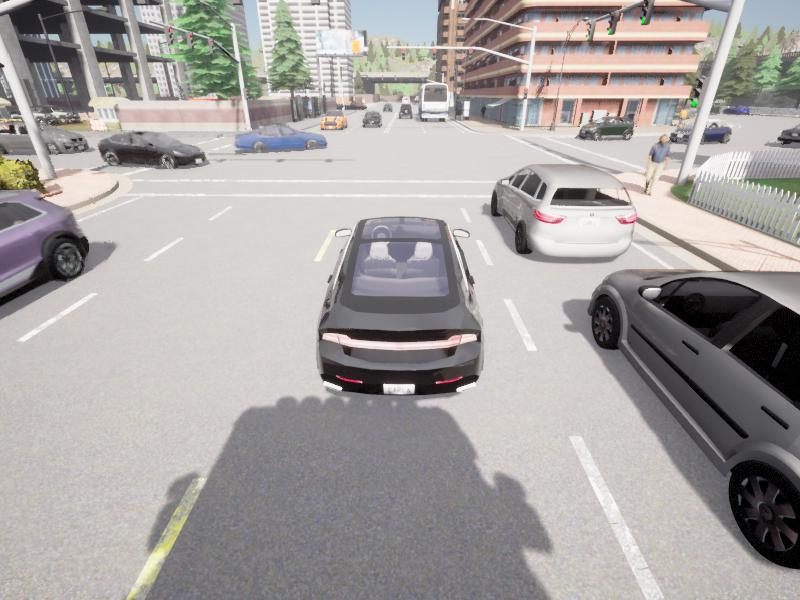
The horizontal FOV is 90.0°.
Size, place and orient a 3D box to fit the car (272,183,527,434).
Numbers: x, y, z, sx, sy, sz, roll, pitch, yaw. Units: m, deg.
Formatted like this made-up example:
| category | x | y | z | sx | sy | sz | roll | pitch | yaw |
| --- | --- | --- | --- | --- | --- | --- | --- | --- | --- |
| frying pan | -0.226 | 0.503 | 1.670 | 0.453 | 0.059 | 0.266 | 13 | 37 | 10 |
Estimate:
| category | x | y | z | sx | sy | sz | roll | pitch | yaw |
| --- | --- | --- | --- | --- | --- | --- | --- | --- | --- |
| car | 0.025 | -0.455 | 5.857 | 2.128 | 1.511 | 4.902 | 0 | 27 | 1 |

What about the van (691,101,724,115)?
| category | x | y | z | sx | sy | sz | roll | pitch | yaw |
| --- | --- | --- | --- | --- | --- | --- | --- | --- | --- |
| van | 51.568 | -32.268 | 67.198 | 1.775 | 1.987 | 4.442 | 1 | 27 | 1 |

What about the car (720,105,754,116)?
| category | x | y | z | sx | sy | sz | roll | pitch | yaw |
| --- | --- | --- | --- | --- | --- | --- | --- | --- | --- |
| car | 55.024 | -31.076 | 65.426 | 1.816 | 1.474 | 4.193 | 1 | 27 | 1 |

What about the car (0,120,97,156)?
| category | x | y | z | sx | sy | sz | roll | pitch | yaw |
| --- | --- | --- | --- | --- | --- | --- | --- | --- | --- |
| car | -20.229 | -9.045 | 22.304 | 4.611 | 1.667 | 2.242 | 0 | 27 | 0 |

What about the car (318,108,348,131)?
| category | x | y | z | sx | sy | sz | roll | pitch | yaw |
| --- | --- | --- | --- | --- | --- | --- | --- | --- | --- |
| car | -6.451 | -17.660 | 39.075 | 2.097 | 1.767 | 4.553 | 0 | 27 | 1 |

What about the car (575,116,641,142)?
| category | x | y | z | sx | sy | sz | roll | pitch | yaw |
| --- | --- | --- | --- | --- | --- | --- | --- | --- | --- |
| car | 15.050 | -12.481 | 29.120 | 3.705 | 1.549 | 1.789 | -5 | 28 | -10 |

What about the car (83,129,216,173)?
| category | x | y | z | sx | sy | sz | roll | pitch | yaw |
| --- | --- | --- | --- | --- | --- | --- | --- | --- | --- |
| car | -11.436 | -6.953 | 18.471 | 4.792 | 1.488 | 2.163 | 7 | 28 | 12 |

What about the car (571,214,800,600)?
| category | x | y | z | sx | sy | sz | roll | pitch | yaw |
| --- | --- | --- | --- | --- | --- | --- | --- | --- | --- |
| car | 3.496 | 0.483 | 3.924 | 1.851 | 1.617 | 3.988 | 0 | 27 | 1 |

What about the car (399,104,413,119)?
| category | x | y | z | sx | sy | sz | roll | pitch | yaw |
| --- | --- | --- | --- | --- | --- | --- | --- | --- | --- |
| car | 0.821 | -26.461 | 56.116 | 1.905 | 1.878 | 3.866 | 0 | 27 | 1 |

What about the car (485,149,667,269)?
| category | x | y | z | sx | sy | sz | roll | pitch | yaw |
| --- | --- | --- | --- | --- | --- | --- | --- | --- | --- |
| car | 3.607 | -2.399 | 9.471 | 2.242 | 1.667 | 4.611 | 1 | 27 | 1 |

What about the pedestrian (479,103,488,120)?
| category | x | y | z | sx | sy | sz | roll | pitch | yaw |
| --- | --- | --- | --- | --- | --- | --- | --- | --- | --- |
| pedestrian | 10.588 | -23.937 | 50.846 | 0.751 | 1.860 | 0.751 | 0 | 27 | 1 |

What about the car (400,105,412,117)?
| category | x | y | z | sx | sy | sz | roll | pitch | yaw |
| --- | --- | --- | --- | --- | --- | --- | --- | --- | --- |
| car | 0.932 | -29.952 | 63.303 | 1.801 | 1.575 | 5.366 | 0 | 27 | 1 |

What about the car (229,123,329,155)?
| category | x | y | z | sx | sy | sz | roll | pitch | yaw |
| --- | --- | --- | --- | --- | --- | --- | --- | --- | --- |
| car | -7.169 | -9.649 | 23.880 | 5.357 | 1.411 | 2.033 | -11 | 29 | -21 |

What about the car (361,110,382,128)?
| category | x | y | z | sx | sy | sz | roll | pitch | yaw |
| --- | --- | --- | --- | --- | --- | --- | --- | --- | --- |
| car | -2.900 | -19.098 | 42.206 | 1.837 | 1.490 | 4.892 | 0 | 27 | 1 |

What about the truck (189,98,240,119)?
| category | x | y | z | sx | sy | sz | roll | pitch | yaw |
| --- | --- | --- | --- | --- | --- | --- | --- | --- | --- |
| truck | -25.008 | -25.963 | 54.170 | 5.204 | 2.467 | 2.615 | 0 | 27 | 1 |

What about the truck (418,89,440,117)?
| category | x | y | z | sx | sy | sz | roll | pitch | yaw |
| --- | --- | --- | --- | --- | --- | --- | --- | --- | --- |
| truck | 4.447 | -31.282 | 63.386 | 2.891 | 3.827 | 8.468 | 0 | 27 | 1 |

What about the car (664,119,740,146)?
| category | x | y | z | sx | sy | sz | roll | pitch | yaw |
| --- | --- | --- | --- | --- | --- | --- | --- | --- | --- |
| car | 20.353 | -11.373 | 27.047 | 3.806 | 1.475 | 1.970 | -9 | 29 | -18 |

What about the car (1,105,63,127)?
| category | x | y | z | sx | sy | sz | roll | pitch | yaw |
| --- | --- | --- | --- | --- | --- | --- | --- | --- | --- |
| car | -36.855 | -18.477 | 40.153 | 3.866 | 1.878 | 1.905 | 0 | 27 | 1 |

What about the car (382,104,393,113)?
| category | x | y | z | sx | sy | sz | roll | pitch | yaw |
| --- | --- | --- | --- | --- | --- | --- | --- | --- | --- |
| car | -2.361 | -36.677 | 76.452 | 1.837 | 1.490 | 4.892 | 0 | 27 | 1 |

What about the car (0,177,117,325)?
| category | x | y | z | sx | sy | sz | roll | pitch | yaw |
| --- | --- | --- | --- | --- | --- | --- | --- | --- | --- |
| car | -6.942 | -0.489 | 5.797 | 2.033 | 1.649 | 4.856 | 0 | 27 | 1 |

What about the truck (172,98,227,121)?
| category | x | y | z | sx | sy | sz | roll | pitch | yaw |
| --- | --- | --- | --- | --- | --- | --- | --- | --- | --- |
| truck | -25.062 | -23.995 | 50.335 | 5.204 | 2.467 | 2.615 | 0 | 27 | 1 |

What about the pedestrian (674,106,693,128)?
| category | x | y | z | sx | sy | sz | roll | pitch | yaw |
| --- | --- | --- | --- | --- | --- | --- | --- | --- | --- |
| pedestrian | 26.938 | -17.426 | 38.032 | 0.751 | 1.860 | 0.751 | -13 | 30 | -24 |

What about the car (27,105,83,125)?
| category | x | y | z | sx | sy | sz | roll | pitch | yaw |
| --- | --- | --- | --- | --- | --- | --- | --- | --- | --- |
| car | -36.818 | -19.820 | 42.770 | 3.866 | 1.878 | 1.905 | 0 | 27 | 1 |

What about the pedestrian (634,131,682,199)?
| category | x | y | z | sx | sy | sz | roll | pitch | yaw |
| --- | --- | --- | --- | --- | --- | --- | --- | --- | --- |
| pedestrian | 7.900 | -4.169 | 12.325 | 0.751 | 1.860 | 0.751 | 11 | 29 | 21 |

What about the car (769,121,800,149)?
| category | x | y | z | sx | sy | sz | roll | pitch | yaw |
| --- | --- | --- | --- | --- | --- | --- | --- | --- | --- |
| car | 26.876 | -10.718 | 25.859 | 5.357 | 1.411 | 2.033 | -12 | 29 | -22 |

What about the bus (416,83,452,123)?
| category | x | y | z | sx | sy | sz | roll | pitch | yaw |
| --- | --- | --- | --- | --- | --- | --- | --- | --- | --- |
| bus | 4.142 | -25.664 | 51.983 | 3.944 | 4.253 | 10.273 | 0 | 27 | 1 |
